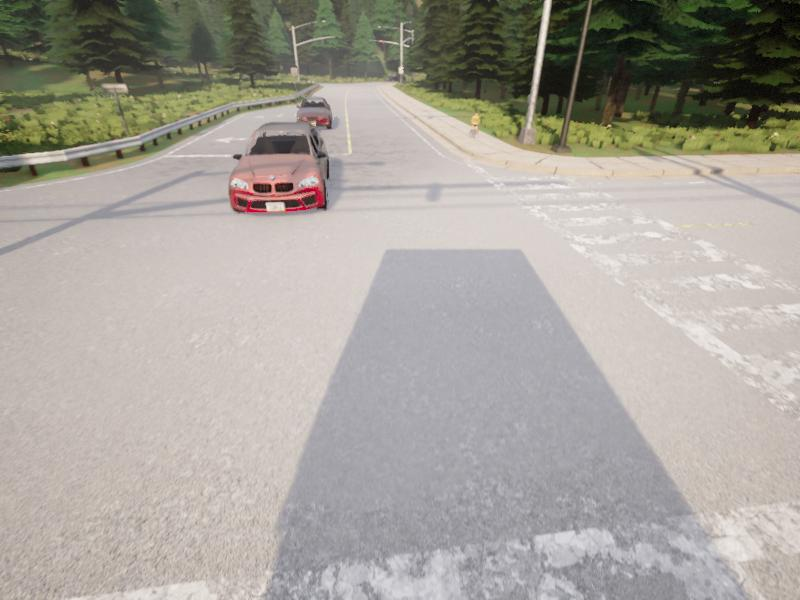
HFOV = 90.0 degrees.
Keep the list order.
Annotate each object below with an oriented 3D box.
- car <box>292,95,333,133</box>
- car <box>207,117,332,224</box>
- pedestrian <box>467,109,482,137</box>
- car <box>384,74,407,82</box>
[{"bbox_3d":[-4.698,-10.317,22.016,1.816,1.474,4.193,-3,31,-6],"label":"car"},{"bbox_3d":[-3.019,-3.630,10.492,2.242,1.667,4.611,-3,31,-6],"label":"car"},{"bbox_3d":[3.414,-8.073,18.277,0.500,1.100,0.500,0,30,0],"label":"pedestrian"},{"bbox_3d":[-0.843,-44.683,80.516,4.674,1.442,1.812,-25,39,-36],"label":"car"}]
